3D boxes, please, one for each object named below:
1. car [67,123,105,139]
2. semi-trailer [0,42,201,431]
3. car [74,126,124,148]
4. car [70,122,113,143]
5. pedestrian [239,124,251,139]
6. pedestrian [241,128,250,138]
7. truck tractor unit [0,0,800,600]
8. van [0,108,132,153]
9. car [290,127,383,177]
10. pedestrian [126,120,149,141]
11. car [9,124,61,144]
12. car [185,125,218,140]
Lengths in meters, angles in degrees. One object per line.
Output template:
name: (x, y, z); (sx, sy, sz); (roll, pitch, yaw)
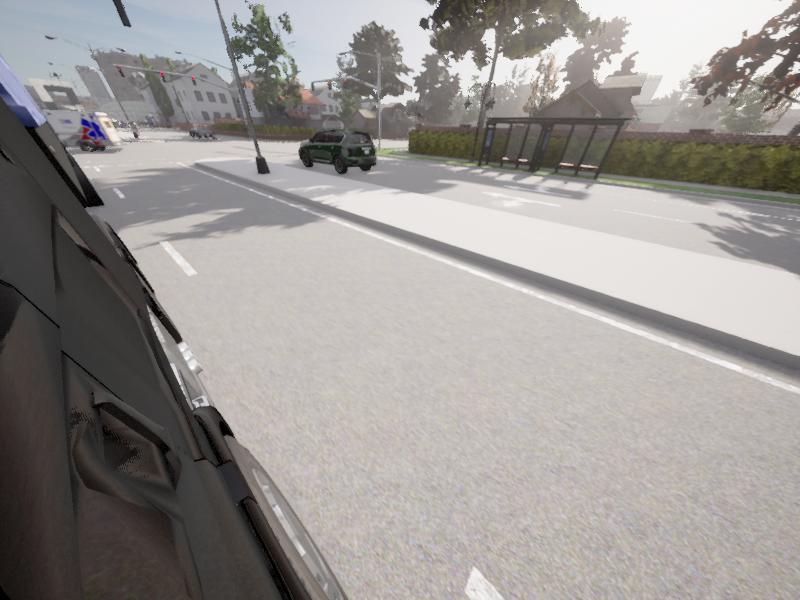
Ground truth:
car: (-38.918, -20.936, 28.619); (4.792, 1.488, 2.163); (28, 43, 30)
semi-trailer: (-8.706, -3.573, 4.260); (14.254, 4.402, 2.717); (28, 43, 30)
car: (-27.987, -15.163, 21.464); (5.357, 1.411, 2.033); (28, 43, 30)
car: (-33.520, -18.195, 25.063); (5.238, 1.638, 1.930); (27, 43, 30)
pedestrian: (-24.872, -27.053, 37.038); (0.751, 1.860, 0.751); (18, 39, 20)
pedestrian: (-25.627, -27.706, 38.354); (0.751, 1.300, 0.751); (27, 43, 29)
truck tractor unit: (-2.645, -0.295, 0.351); (6.516, 4.208, 3.053); (28, 44, 30)
van: (-25.007, -12.271, 16.838); (6.366, 2.431, 2.351); (-18, 41, -25)
car: (-3.825, -8.963, 13.818); (5.566, 2.045, 2.150); (28, 43, 30)
pedestrian: (-29.044, -18.743, 25.564); (0.751, 1.860, 0.751); (15, 38, 16)
car: (-35.094, -16.082, 22.348); (4.181, 1.385, 1.994); (30, 45, 33)
car: (-29.716, -25.086, 34.614); (5.027, 1.651, 2.152); (28, 43, 30)
